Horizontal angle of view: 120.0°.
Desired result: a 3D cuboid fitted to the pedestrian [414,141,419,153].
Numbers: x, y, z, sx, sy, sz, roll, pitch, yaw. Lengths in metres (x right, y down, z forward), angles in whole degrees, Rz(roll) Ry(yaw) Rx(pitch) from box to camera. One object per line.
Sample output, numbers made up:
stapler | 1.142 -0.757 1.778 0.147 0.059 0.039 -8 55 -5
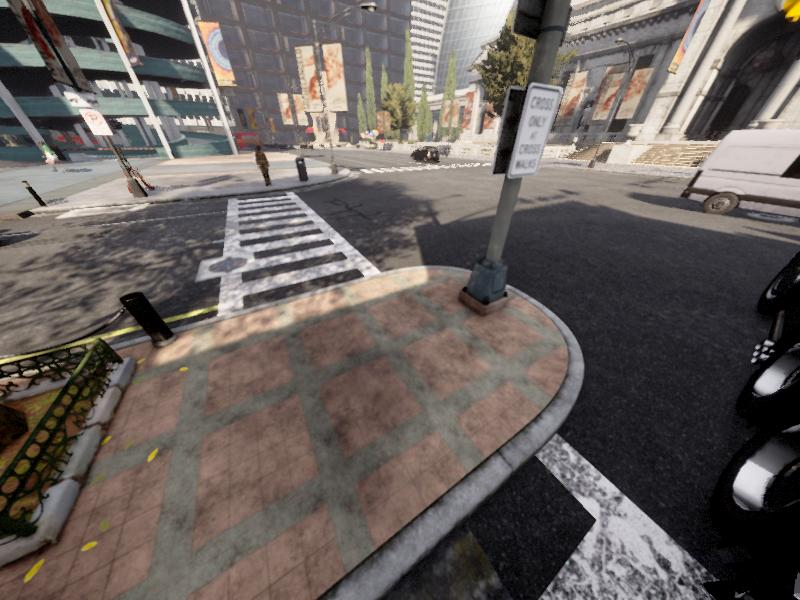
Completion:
pedestrian | 3.107 -28.969 43.658 0.751 1.860 0.751 -16 38 -22

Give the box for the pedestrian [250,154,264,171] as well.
pedestrian | -11.178 -10.762 18.084 0.500 1.100 0.500 -7 36 -11

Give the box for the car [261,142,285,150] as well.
car | -32.916 -39.923 59.778 4.902 1.511 2.128 7 36 10

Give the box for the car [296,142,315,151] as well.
car | -21.517 -35.030 52.741 3.705 1.549 1.789 20 39 26

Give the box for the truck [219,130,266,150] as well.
truck | -38.617 -39.412 56.912 8.468 3.827 2.891 3 35 4

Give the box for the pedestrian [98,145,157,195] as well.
pedestrian | -11.906 -5.729 10.191 0.751 1.860 0.751 -13 37 -19

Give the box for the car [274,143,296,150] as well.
car | -27.667 -36.885 55.505 4.181 1.385 1.994 12 36 16

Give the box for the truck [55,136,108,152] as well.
truck | -63.189 -31.163 46.076 5.204 2.467 2.627 -19 39 -25

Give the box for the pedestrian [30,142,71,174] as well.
pedestrian | -24.314 -9.922 16.116 0.751 1.860 0.751 28 44 34

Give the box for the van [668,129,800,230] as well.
van | 13.423 -3.665 7.129 1.988 2.561 5.915 -19 40 -25

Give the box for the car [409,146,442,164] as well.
car | 2.924 -17.369 27.539 1.851 1.617 3.988 -19 39 -25

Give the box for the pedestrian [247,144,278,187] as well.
pedestrian | -7.050 -6.911 11.924 0.751 1.860 0.751 -9 36 -13

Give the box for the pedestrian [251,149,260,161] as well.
pedestrian | -15.983 -16.028 25.606 0.500 1.100 0.500 -16 38 -21

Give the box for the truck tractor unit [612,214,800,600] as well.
truck tractor unit | 5.023 -0.380 0.897 6.516 4.208 3.053 -22 41 -28
